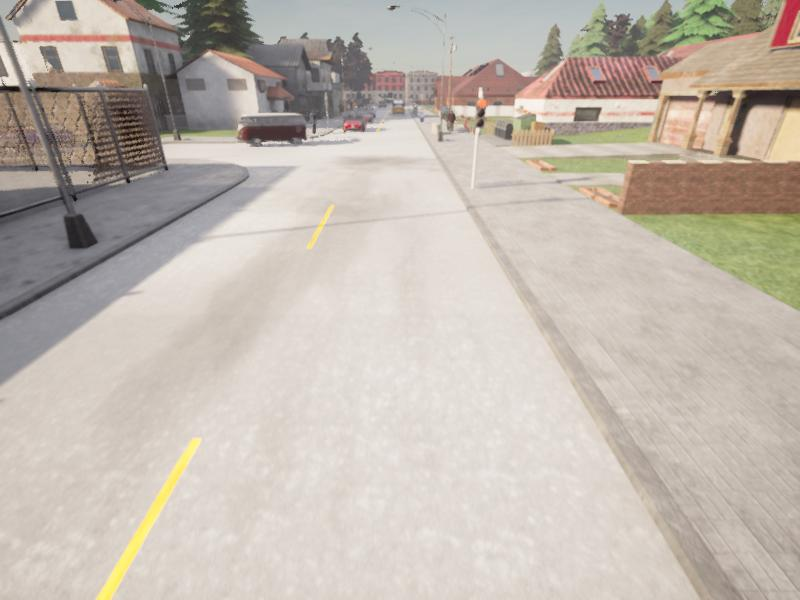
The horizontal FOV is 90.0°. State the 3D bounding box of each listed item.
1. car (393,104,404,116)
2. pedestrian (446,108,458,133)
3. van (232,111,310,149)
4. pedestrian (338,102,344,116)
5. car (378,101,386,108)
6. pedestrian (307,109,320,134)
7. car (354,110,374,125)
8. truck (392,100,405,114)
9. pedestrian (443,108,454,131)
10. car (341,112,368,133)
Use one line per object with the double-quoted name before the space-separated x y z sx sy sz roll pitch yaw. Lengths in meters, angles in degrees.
"car" -0.238 -31.581 66.386 1.882 1.535 5.008 0 27 0
"pedestrian" 4.323 -14.935 33.353 0.751 1.860 0.751 -1 27 -2
"van" -8.451 -11.227 26.329 4.442 1.987 1.775 -12 31 -22
"pedestrian" -8.839 -28.489 59.769 0.751 1.860 0.751 0 27 0
"car" -4.366 -48.588 99.412 1.851 1.617 3.988 0 27 0
"pedestrian" -7.239 -14.988 33.501 0.751 1.860 0.751 -14 30 -25
"car" -4.162 -21.320 46.623 1.994 1.385 4.181 0 27 0
"truck" -0.266 -35.243 72.898 2.390 2.098 6.274 0 27 0
"pedestrian" 4.241 -15.904 35.238 0.751 1.860 0.751 -3 27 -6
"car" -4.128 -16.391 36.859 2.007 1.525 4.514 0 27 0
